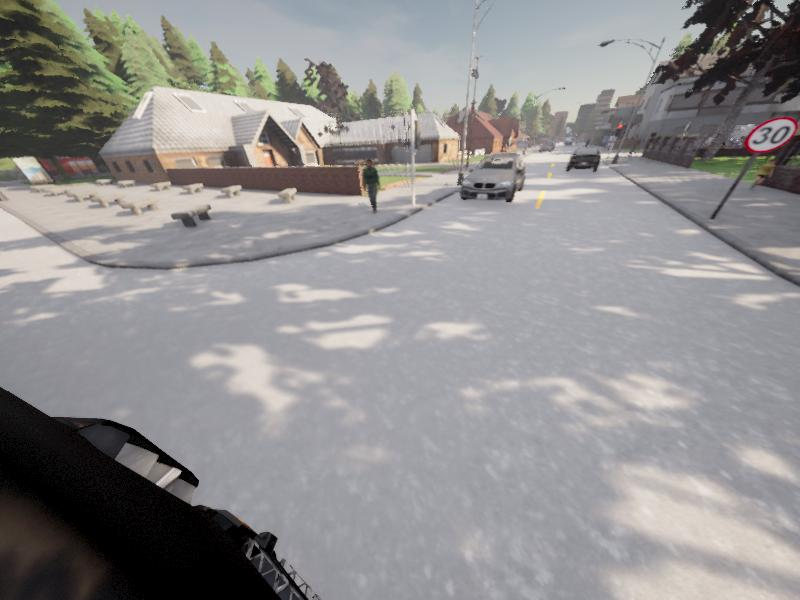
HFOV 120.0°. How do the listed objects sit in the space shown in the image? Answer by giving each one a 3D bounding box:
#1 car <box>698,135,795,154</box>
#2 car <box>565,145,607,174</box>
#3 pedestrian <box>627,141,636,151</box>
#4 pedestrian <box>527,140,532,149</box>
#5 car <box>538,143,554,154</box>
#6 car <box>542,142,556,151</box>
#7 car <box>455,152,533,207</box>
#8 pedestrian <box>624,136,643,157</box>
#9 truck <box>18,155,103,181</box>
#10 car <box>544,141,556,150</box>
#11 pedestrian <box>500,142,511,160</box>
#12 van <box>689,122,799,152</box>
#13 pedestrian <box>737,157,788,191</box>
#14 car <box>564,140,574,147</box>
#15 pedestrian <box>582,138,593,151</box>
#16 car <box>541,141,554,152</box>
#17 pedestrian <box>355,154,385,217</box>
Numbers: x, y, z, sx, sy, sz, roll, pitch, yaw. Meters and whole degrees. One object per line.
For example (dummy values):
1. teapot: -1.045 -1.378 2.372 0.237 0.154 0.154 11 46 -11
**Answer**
1. car: 36.586 -16.615 24.729 5.357 1.411 2.033 17 39 27
2. car: 14.041 -10.861 17.760 1.882 1.535 5.008 16 38 26
3. pedestrian: 34.612 -22.999 34.498 0.500 1.100 0.500 -22 38 -26
4. pedestrian: 34.760 -41.800 62.063 0.751 1.860 0.751 14 37 24
5. car: 26.894 -27.955 42.568 1.994 1.385 4.181 16 38 26
6. car: 33.654 -34.780 52.180 2.163 1.488 4.792 16 38 26
7. car: 4.487 -5.786 10.779 2.242 1.667 4.611 16 38 26
8. pedestrian: 24.595 -16.157 24.350 0.751 1.860 0.751 20 40 30
9. truck: -66.797 -26.362 45.852 2.891 3.827 8.468 16 38 26
10. car: 36.887 -38.001 56.761 2.163 1.488 4.792 16 38 26
11. pedestrian: 13.304 -18.790 29.209 0.751 1.860 0.751 17 38 27
12. van: 39.245 -18.767 26.816 6.366 2.431 2.351 16 38 26
13. pedestrian: 14.002 -4.897 8.967 0.500 1.100 0.500 15 38 25
14. car: 48.293 -44.958 66.249 1.882 1.535 5.008 16 38 26
15. pedestrian: 31.545 -26.189 38.889 0.751 1.860 0.751 22 41 33
16. car: 30.368 -31.564 47.497 1.851 1.617 3.988 16 38 26
17. pedestrian: -0.993 -4.004 8.123 0.751 1.860 0.751 -2 34 2
